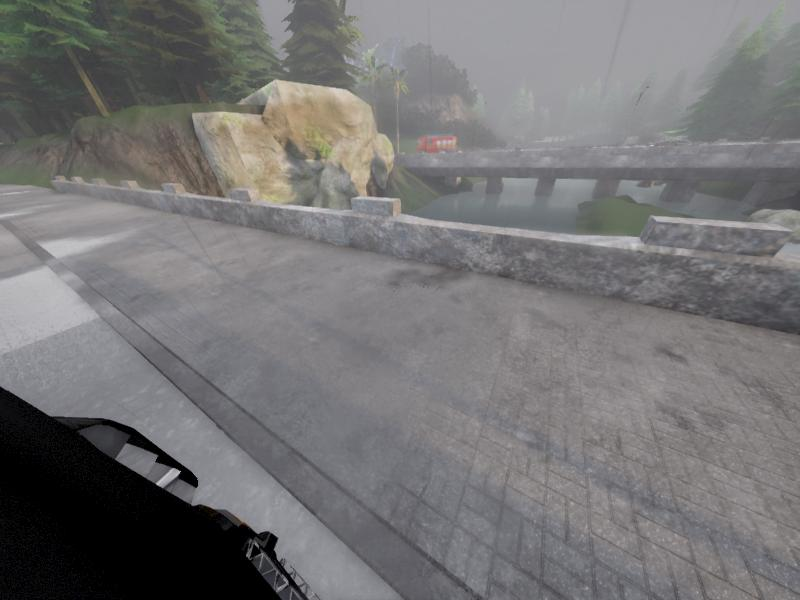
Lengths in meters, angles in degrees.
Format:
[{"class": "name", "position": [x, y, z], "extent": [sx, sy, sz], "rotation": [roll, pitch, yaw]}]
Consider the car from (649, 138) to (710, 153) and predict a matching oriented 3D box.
[{"class": "car", "position": [37.804, -21.006, 31.465], "extent": [4.892, 1.490, 1.837], "rotation": [16, 38, 27]}]

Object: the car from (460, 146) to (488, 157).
[{"class": "car", "position": [13.896, -27.919, 43.489], "extent": [4.514, 1.525, 2.007], "rotation": [17, 38, 27]}]

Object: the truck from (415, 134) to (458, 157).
[{"class": "truck", "position": [7.734, -33.021, 49.505], "extent": [8.468, 3.827, 2.891], "rotation": [17, 38, 27]}]

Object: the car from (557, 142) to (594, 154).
[{"class": "car", "position": [29.712, -25.740, 39.182], "extent": [4.674, 1.442, 1.812], "rotation": [17, 38, 27]}]

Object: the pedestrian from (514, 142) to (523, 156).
[{"class": "pedestrian", "position": [18.948, -24.242, 37.078], "extent": [0.751, 1.860, 0.751], "rotation": [20, 40, 30]}]
